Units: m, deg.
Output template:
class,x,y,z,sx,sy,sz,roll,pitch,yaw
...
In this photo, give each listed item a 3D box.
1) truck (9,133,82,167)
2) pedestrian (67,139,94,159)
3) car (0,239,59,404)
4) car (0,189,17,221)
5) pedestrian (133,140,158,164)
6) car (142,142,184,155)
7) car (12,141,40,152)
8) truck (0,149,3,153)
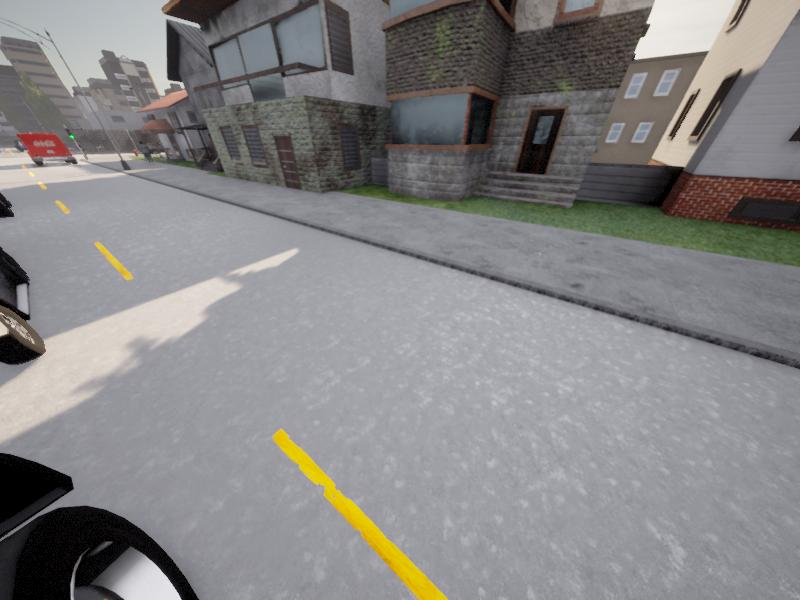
class,x,y,z,sx,sy,sz,roll,pitch,yaw
truck,-33.763,-14.368,22.040,5.204,2.467,2.627,22,41,28
pedestrian,-36.023,-16.981,26.051,0.751,1.860,0.751,4,35,5
car,-6.329,-0.129,2.575,4.605,1.855,1.932,20,40,29
car,-14.845,-3.644,7.397,3.866,1.878,1.905,22,40,28
pedestrian,-23.900,-13.889,21.718,0.751,1.860,0.751,22,41,28
car,-37.143,-23.869,36.281,1.851,1.617,3.988,22,41,28
car,-65.710,-26.939,40.561,4.514,1.525,2.007,22,41,28
truck,-66.690,-24.759,36.959,6.274,2.098,2.390,22,41,28
